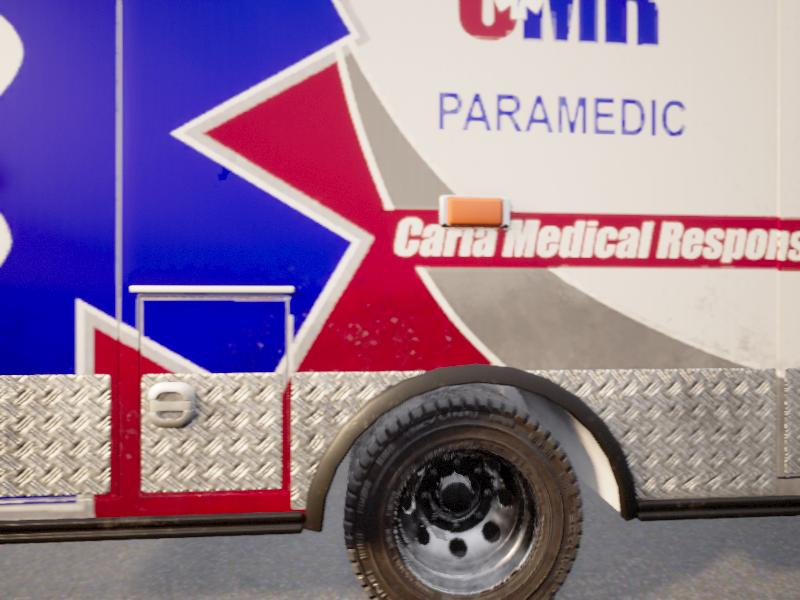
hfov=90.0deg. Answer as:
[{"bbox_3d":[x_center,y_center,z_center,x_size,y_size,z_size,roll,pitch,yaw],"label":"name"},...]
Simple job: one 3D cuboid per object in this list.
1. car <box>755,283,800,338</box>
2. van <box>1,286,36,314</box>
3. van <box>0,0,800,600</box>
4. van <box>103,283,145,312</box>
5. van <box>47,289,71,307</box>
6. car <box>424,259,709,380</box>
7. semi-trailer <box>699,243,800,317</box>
[{"bbox_3d":[12.498,0.288,12.227,1.816,1.474,4.193,0,0,32],"label":"car"},{"bbox_3d":[-28.632,-0.003,30.085,1.775,1.987,4.442,0,0,-43],"label":"van"},{"bbox_3d":[1.494,-0.217,2.291,6.366,2.431,2.351,0,0,-4],"label":"van"},{"bbox_3d":[-25.958,-0.211,37.507,2.351,2.431,6.366,0,0,-43],"label":"van"},{"bbox_3d":[-48.612,-0.222,56.907,2.351,2.431,6.366,0,0,-43],"label":"van"},{"bbox_3d":[2.346,0.239,6.165,3.633,1.501,1.845,0,0,-10],"label":"car"},{"bbox_3d":[25.809,-1.149,27.377,2.717,4.402,14.254,0,0,12],"label":"semi-trailer"}]
